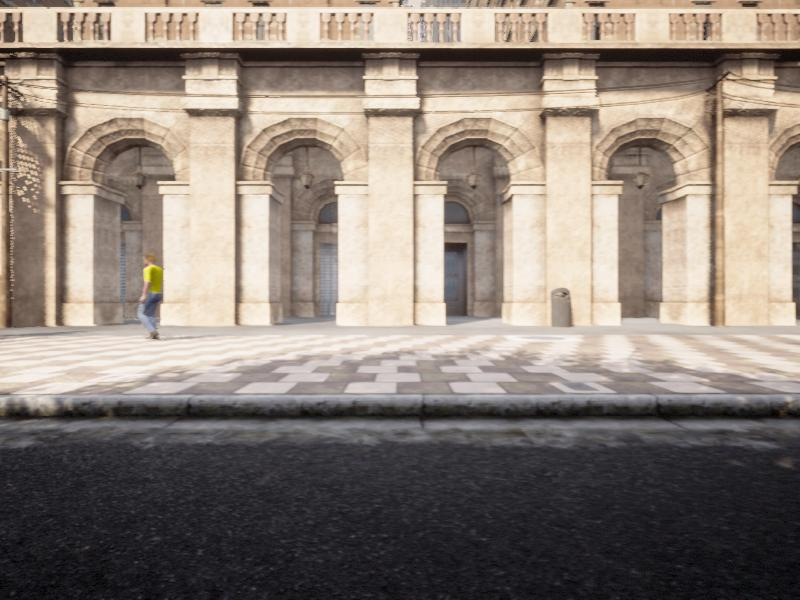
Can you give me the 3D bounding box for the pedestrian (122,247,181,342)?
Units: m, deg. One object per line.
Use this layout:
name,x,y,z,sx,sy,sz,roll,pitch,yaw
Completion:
pedestrian,-5.090,-0.110,8.245,0.751,1.860,0.751,0,0,1
